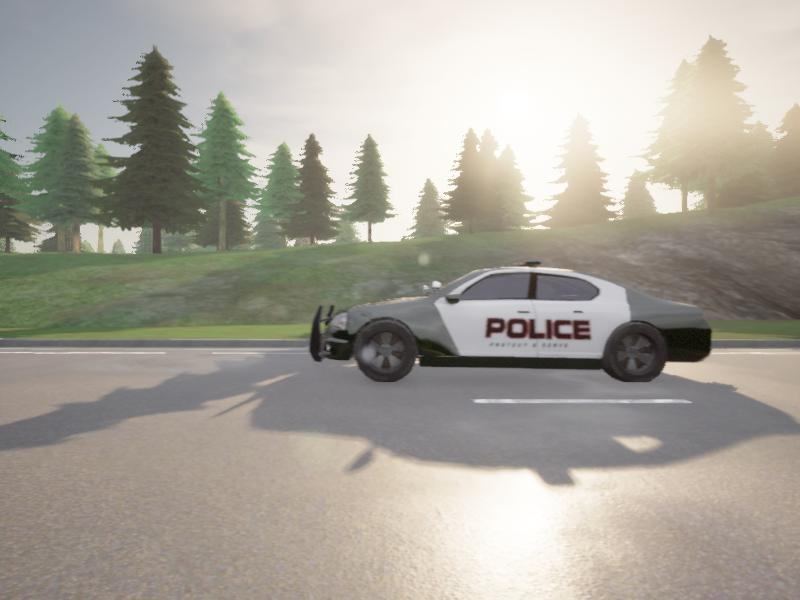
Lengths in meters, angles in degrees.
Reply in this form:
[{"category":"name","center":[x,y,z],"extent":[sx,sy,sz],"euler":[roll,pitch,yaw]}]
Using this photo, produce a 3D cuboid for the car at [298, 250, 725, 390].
[{"category":"car","center":[1.303,0.239,5.699],"extent":[4.974,1.542,2.038],"euler":[1,0,0]}]
